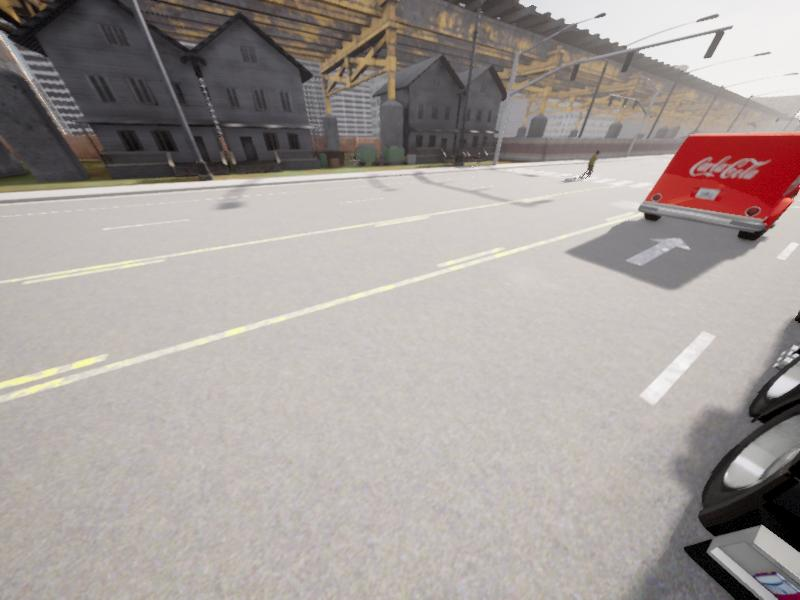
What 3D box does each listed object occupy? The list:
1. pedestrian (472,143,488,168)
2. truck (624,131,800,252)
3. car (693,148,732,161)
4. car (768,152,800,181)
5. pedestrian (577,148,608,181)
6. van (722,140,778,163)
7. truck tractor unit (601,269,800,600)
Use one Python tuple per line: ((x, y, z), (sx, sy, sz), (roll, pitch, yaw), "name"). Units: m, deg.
((7.104, -12.907, 20.644), (0.751, 1.860, 0.751), (-14, 37, -19), "pedestrian")
((10.365, -3.602, 7.094), (5.204, 2.467, 2.627), (-18, 39, -24), "truck")
((46.082, -21.526, 34.077), (5.357, 1.411, 2.033), (-18, 39, -24), "car")
((30.244, -8.935, 15.649), (5.238, 1.638, 1.930), (17, 38, 23), "car")
((12.935, -9.147, 15.565), (0.751, 1.860, 0.751), (-23, 41, -29), "pedestrian")
((46.513, -19.785, 30.678), (6.366, 2.431, 2.351), (-18, 39, -24), "van")
((5.119, -0.294, 0.773), (6.516, 4.208, 3.053), (-18, 39, -24), "truck tractor unit")
